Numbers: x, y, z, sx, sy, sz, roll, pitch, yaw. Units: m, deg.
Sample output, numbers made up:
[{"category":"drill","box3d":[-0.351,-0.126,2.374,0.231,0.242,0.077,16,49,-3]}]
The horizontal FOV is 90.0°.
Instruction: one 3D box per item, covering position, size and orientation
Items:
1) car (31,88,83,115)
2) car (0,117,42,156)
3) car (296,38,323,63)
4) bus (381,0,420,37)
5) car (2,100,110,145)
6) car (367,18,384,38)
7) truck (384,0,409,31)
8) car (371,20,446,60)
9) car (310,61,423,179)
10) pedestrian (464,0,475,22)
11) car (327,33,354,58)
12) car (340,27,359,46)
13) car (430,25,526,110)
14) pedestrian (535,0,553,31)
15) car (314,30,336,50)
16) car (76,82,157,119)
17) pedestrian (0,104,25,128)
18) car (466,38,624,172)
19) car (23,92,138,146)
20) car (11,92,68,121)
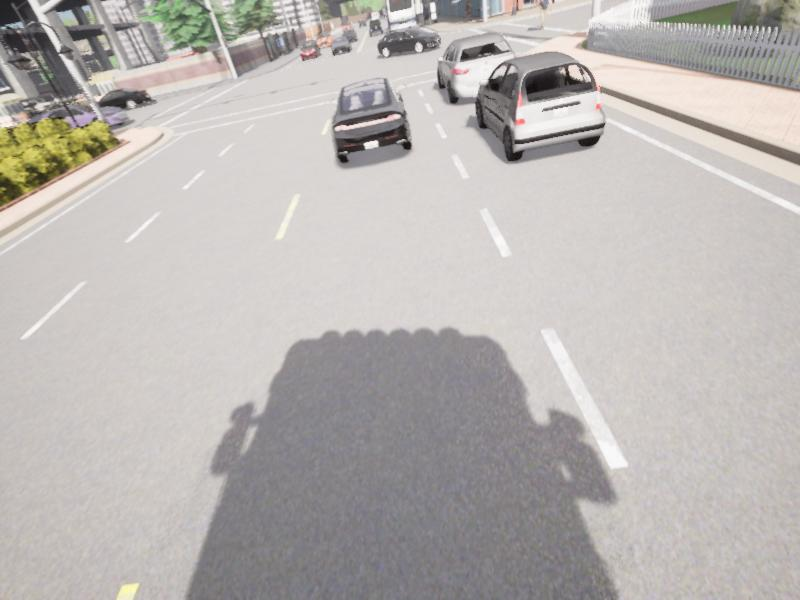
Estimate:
[{"category":"car","box3d":[-39.542,-22.937,46.187,3.866,1.878,1.905,-10,36,4]},{"category":"car","box3d":[-25.030,-9.497,24.098,4.792,1.488,2.163,-10,36,4]},{"category":"car","box3d":[-9.452,-26.188,41.892,1.851,1.617,3.988,-10,36,4]},{"category":"bus","box3d":[-0.164,-37.483,52.068,3.944,4.253,10.273,-10,36,4]},{"category":"car","box3d":[-22.887,-11.929,26.806,5.357,1.411,2.033,-10,36,4]},{"category":"car","box3d":[-3.456,-38.301,56.224,1.905,1.878,3.866,-10,36,4]},{"category":"truck","box3d":[-0.598,-44.796,62.461,2.891,3.827,8.468,-10,36,4]},{"category":"car","box3d":[0.552,-17.898,27.644,4.892,1.490,1.837,18,46,35]},{"category":"car","box3d":[-0.771,-4.968,10.566,2.128,1.511,4.902,-10,36,4]},{"category":"pedestrian","box3d":[7.081,-29.523,40.800,0.751,1.860,0.751,-13,36,0]},{"category":"car","box3d":[-5.864,-25.563,40.123,2.033,1.411,5.357,-10,36,4]},{"category":"car","box3d":[-6.676,-35.207,53.341,1.837,1.490,4.892,-10,36,4]},{"category":"car","box3d":[2.482,-8.076,13.636,2.242,1.667,4.611,-10,36,4]},{"category":"pedestrian","box3d":[8.580,-17.219,23.842,0.751,1.860,0.751,-14,36,-2]},{"category":"car","box3d":[-10.222,-35.734,54.901,2.097,1.767,4.553,-10,36,4]},{"category":"car","box3d":[-22.819,-16.132,32.353,5.008,1.535,1.882,-10,36,4]},{"category":"pedestrian","box3d":[-36.100,-17.047,37.104,0.751,1.860,0.751,-11,36,2]},{"category":"car","box3d":[2.759,-4.380,8.601,1.851,1.617,3.988,-10,36,4]},{"category":"car","box3d":[-18.732,-10.688,23.647,4.856,1.649,2.033,-10,36,4]},{"category":"car","box3d":[-39.400,-21.213,43.809,3.866,1.878,1.905,-10,36,4]}]
